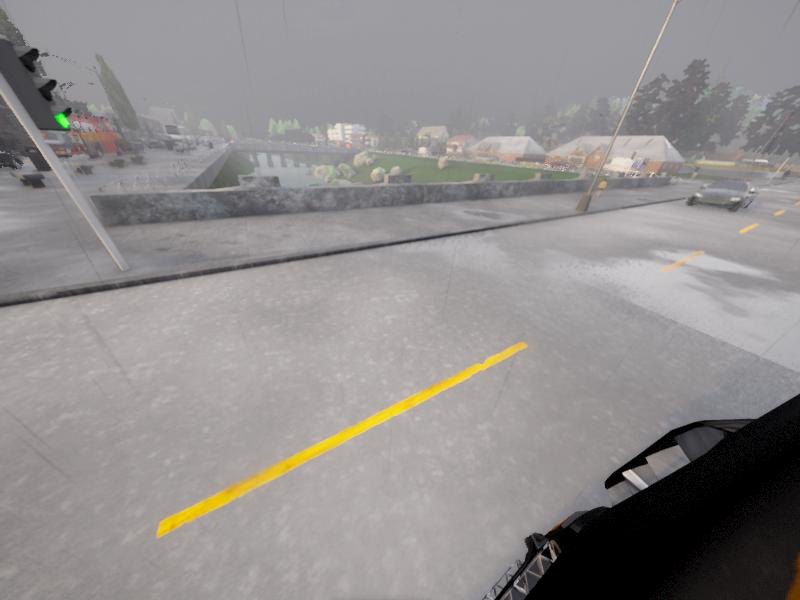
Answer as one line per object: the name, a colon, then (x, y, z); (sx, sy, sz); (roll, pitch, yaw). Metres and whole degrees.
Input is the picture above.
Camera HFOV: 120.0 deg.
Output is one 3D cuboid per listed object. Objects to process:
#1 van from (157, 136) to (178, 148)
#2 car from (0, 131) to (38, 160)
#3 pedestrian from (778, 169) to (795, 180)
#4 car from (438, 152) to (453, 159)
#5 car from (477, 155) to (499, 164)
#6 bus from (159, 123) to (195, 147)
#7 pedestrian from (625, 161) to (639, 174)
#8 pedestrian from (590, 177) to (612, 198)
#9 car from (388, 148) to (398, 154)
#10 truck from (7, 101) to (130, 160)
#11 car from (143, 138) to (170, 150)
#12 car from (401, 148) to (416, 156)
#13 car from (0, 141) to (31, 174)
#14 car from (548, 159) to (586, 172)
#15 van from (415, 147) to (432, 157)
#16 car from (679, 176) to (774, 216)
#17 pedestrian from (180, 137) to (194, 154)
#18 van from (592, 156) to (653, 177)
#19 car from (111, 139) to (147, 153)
van: (-48.062, -32.769, 47.850); (1.775, 1.987, 4.442); (-16, 38, -26)
car: (-32.245, -12.366, 18.379); (1.905, 1.878, 3.866); (-15, 37, -25)
pedestrian: (75.130, -24.443, 44.941); (0.751, 1.860, 0.751); (27, 40, 31)
car: (13.685, -43.595, 69.645); (1.994, 1.385, 4.181); (-16, 38, -26)
car: (20.275, -32.539, 53.348); (2.007, 1.525, 4.514); (-16, 38, -26)
bus: (-55.626, -41.265, 58.022); (3.944, 4.253, 10.273); (-16, 38, -26)
pedestrian: (40.152, -22.981, 39.956); (0.751, 1.860, 0.751); (-15, 37, -24)
pedestrian: (12.286, -6.896, 14.137); (0.500, 1.100, 0.500); (13, 35, 14)
car: (-2.658, -55.667, 86.457); (1.851, 1.617, 3.988); (-16, 38, -26)
truck: (-30.820, -16.079, 22.345); (2.891, 3.827, 8.468); (-15, 37, -25)
car: (-43.851, -28.240, 41.761); (2.038, 1.542, 4.974); (-15, 38, -25)
car: (2.816, -50.372, 78.432); (2.150, 2.045, 5.566); (-16, 38, -26)
car: (-23.299, -7.757, 12.503); (1.816, 1.474, 4.193); (-16, 38, -27)
car: (29.172, -23.608, 40.556); (1.882, 1.535, 5.008); (-15, 38, -25)
van: (7.924, -49.865, 77.711); (2.351, 2.431, 6.366); (-16, 38, -26)
car: (18.851, -6.140, 13.352); (4.974, 1.542, 2.038); (-16, 38, -26)
pedestrian: (-30.063, -21.838, 32.655); (0.751, 1.860, 0.751); (-11, 36, -20)
van: (35.841, -21.812, 37.566); (2.351, 2.431, 6.366); (-16, 38, -26)
car: (-36.812, -21.071, 31.540); (1.816, 1.474, 4.193); (-15, 37, -25)
